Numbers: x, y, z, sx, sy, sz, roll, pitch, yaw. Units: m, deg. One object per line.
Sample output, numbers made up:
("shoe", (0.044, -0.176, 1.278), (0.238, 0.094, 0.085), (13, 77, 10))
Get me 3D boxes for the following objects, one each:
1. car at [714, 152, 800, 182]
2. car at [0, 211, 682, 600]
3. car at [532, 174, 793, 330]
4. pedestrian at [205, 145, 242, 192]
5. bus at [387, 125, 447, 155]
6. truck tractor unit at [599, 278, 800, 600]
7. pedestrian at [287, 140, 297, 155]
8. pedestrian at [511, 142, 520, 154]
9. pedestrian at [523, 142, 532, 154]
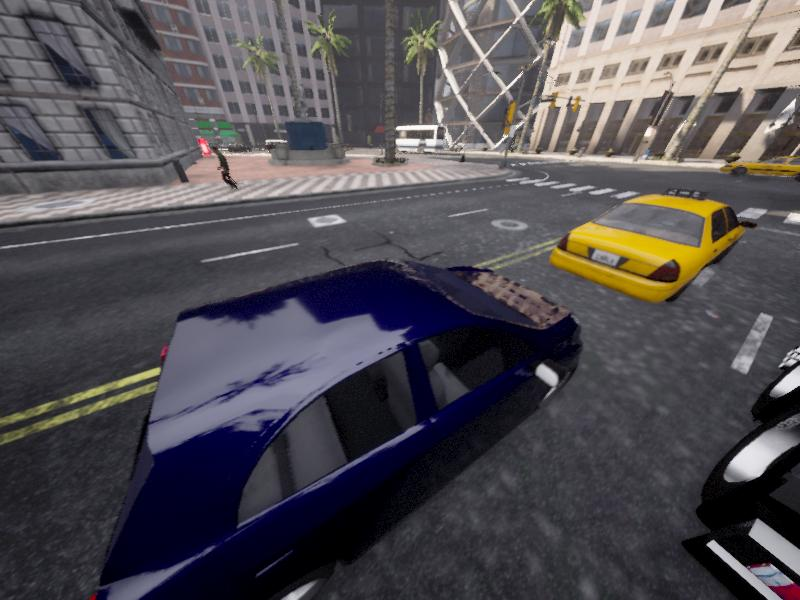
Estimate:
("car", (27.687, -9.731, 16.844), (1.801, 1.575, 5.366), (-19, 39, -25))
("car", (0.087, 0.436, 2.037), (3.633, 1.501, 1.845), (-19, 39, -25))
("car", (5.427, -1.440, 4.736), (5.366, 1.575, 1.801), (-19, 39, -25))
("pedestrian", (-8.248, -6.167, 10.841), (0.751, 1.860, 0.751), (-21, 40, -28))
("bus", (2.881, -29.626, 42.840), (10.273, 4.253, 3.944), (22, 39, 27))
("truck tractor unit", (5.136, -0.274, 0.745), (6.516, 4.208, 3.053), (-17, 39, -23))
("pedestrian", (-16.228, -22.822, 34.678), (0.751, 1.860, 0.751), (1, 35, 0))
("pedestrian", (21.572, -28.559, 43.264), (0.751, 1.860, 0.751), (-23, 41, -30))
("pedestrian", (23.052, -27.459, 41.699), (0.751, 1.860, 0.751), (-23, 41, -29))
